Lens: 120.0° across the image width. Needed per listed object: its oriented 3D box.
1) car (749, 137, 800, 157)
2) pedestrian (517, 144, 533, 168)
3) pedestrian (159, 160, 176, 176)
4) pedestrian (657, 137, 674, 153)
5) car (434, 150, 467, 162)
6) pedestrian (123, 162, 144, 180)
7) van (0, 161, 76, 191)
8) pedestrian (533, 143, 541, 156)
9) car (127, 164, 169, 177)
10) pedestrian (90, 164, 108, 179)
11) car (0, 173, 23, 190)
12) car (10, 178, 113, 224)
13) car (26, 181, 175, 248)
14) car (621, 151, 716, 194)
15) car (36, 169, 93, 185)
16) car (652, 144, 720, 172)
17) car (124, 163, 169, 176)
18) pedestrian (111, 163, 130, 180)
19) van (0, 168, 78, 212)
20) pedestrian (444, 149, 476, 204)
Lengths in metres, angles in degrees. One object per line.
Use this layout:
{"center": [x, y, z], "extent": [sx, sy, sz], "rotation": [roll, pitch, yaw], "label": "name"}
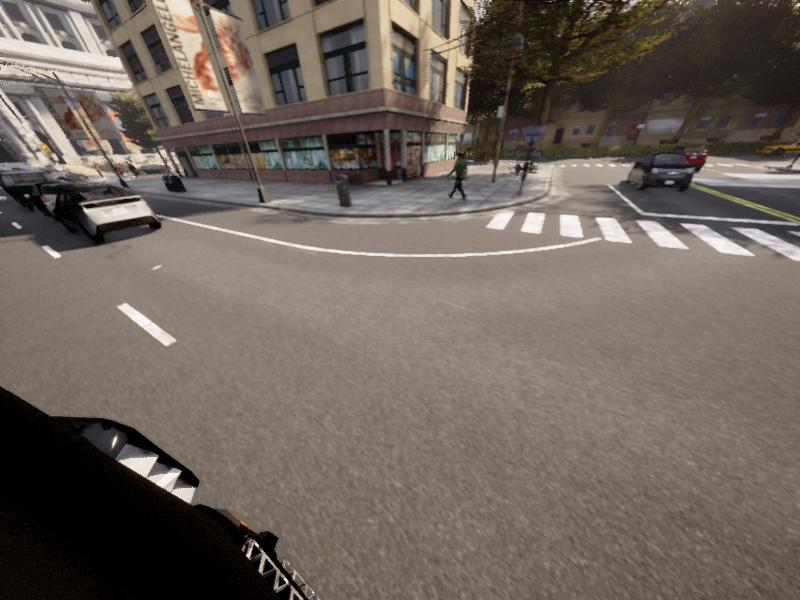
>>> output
{"center": [39.755, -15.193, 22.868], "extent": [5.366, 1.575, 1.801], "rotation": [16, 38, 26], "label": "car"}
{"center": [11.884, -13.704, 21.962], "extent": [0.751, 1.860, 0.751], "rotation": [27, 43, 37], "label": "pedestrian"}
{"center": [-31.063, -17.649, 30.923], "extent": [0.751, 1.860, 0.751], "rotation": [21, 40, 32], "label": "pedestrian"}
{"center": [37.443, -21.838, 32.545], "extent": [0.751, 1.860, 0.751], "rotation": [15, 37, 25], "label": "pedestrian"}
{"center": [8.360, -24.150, 38.682], "extent": [5.008, 1.535, 1.882], "rotation": [16, 38, 26], "label": "car"}
{"center": [-31.823, -15.408, 27.574], "extent": [0.751, 1.860, 0.751], "rotation": [18, 39, 28], "label": "pedestrian"}
{"center": [-41.730, -13.688, 25.454], "extent": [2.351, 2.431, 6.366], "rotation": [16, 38, 26], "label": "van"}
{"center": [23.839, -26.203, 40.113], "extent": [0.751, 1.860, 0.751], "rotation": [16, 38, 26], "label": "pedestrian"}
{"center": [-41.264, -21.310, 37.957], "extent": [1.994, 1.385, 4.181], "rotation": [16, 38, 26], "label": "car"}
{"center": [-43.628, -18.581, 33.485], "extent": [0.751, 1.860, 0.751], "rotation": [18, 39, 29], "label": "pedestrian"}
{"center": [-46.129, -12.811, 25.287], "extent": [2.163, 1.488, 4.792], "rotation": [16, 38, 26], "label": "car"}
{"center": [-16.155, -4.847, 11.076], "extent": [3.633, 1.501, 1.845], "rotation": [16, 38, 26], "label": "car"}
{"center": [-10.737, -3.276, 8.319], "extent": [4.514, 1.525, 2.007], "rotation": [16, 38, 26], "label": "car"}
{"center": [12.937, -6.444, 11.488], "extent": [1.845, 1.501, 3.633], "rotation": [15, 37, 25], "label": "car"}
{"center": [-42.993, -15.883, 29.690], "extent": [1.845, 1.501, 3.633], "rotation": [16, 38, 26], "label": "car"}
{"center": [20.893, -10.543, 17.139], "extent": [1.789, 1.549, 3.705], "rotation": [15, 37, 25], "label": "car"}
{"center": [-43.839, -22.666, 40.092], "extent": [2.163, 1.488, 4.792], "rotation": [16, 38, 26], "label": "car"}
{"center": [-37.338, -17.153, 30.882], "extent": [0.751, 1.860, 0.751], "rotation": [14, 37, 23], "label": "pedestrian"}
{"center": [-21.962, -6.659, 13.814], "extent": [4.442, 1.987, 1.775], "rotation": [16, 38, 26], "label": "van"}
{"center": [2.421, -5.036, 9.456], "extent": [0.751, 1.860, 0.751], "rotation": [-24, 39, -29], "label": "pedestrian"}
